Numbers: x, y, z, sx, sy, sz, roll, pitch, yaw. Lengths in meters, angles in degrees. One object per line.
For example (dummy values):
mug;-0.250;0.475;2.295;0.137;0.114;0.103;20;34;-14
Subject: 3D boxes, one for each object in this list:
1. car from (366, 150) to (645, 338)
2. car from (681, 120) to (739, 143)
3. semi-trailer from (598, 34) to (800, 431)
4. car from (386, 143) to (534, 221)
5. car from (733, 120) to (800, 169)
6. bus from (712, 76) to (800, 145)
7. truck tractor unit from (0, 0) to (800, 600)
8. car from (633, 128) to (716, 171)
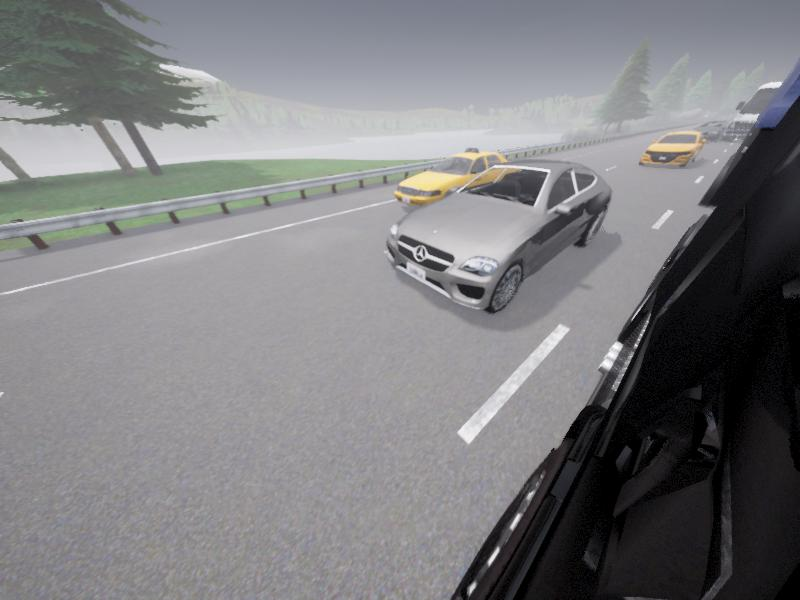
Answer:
car;2.155;-1.649;4.398;5.027;1.651;2.152;-27;43;-30
car;31.302;-17.063;23.361;4.611;1.667;2.242;-22;41;-24
semi-trailer;8.724;-3.567;4.230;14.254;4.402;2.717;-28;43;-30
car;2.246;-4.382;8.109;5.366;1.575;1.801;-28;43;-30
car;19.765;-8.178;11.979;4.553;1.767;2.097;-28;43;-30
bus;34.600;-17.112;21.071;10.273;4.253;3.944;-21;42;-24
truck tractor unit;2.645;-0.295;0.351;6.516;4.208;3.053;-28;44;-30
car;15.297;-8.449;12.834;5.008;1.535;1.882;-28;43;-29
